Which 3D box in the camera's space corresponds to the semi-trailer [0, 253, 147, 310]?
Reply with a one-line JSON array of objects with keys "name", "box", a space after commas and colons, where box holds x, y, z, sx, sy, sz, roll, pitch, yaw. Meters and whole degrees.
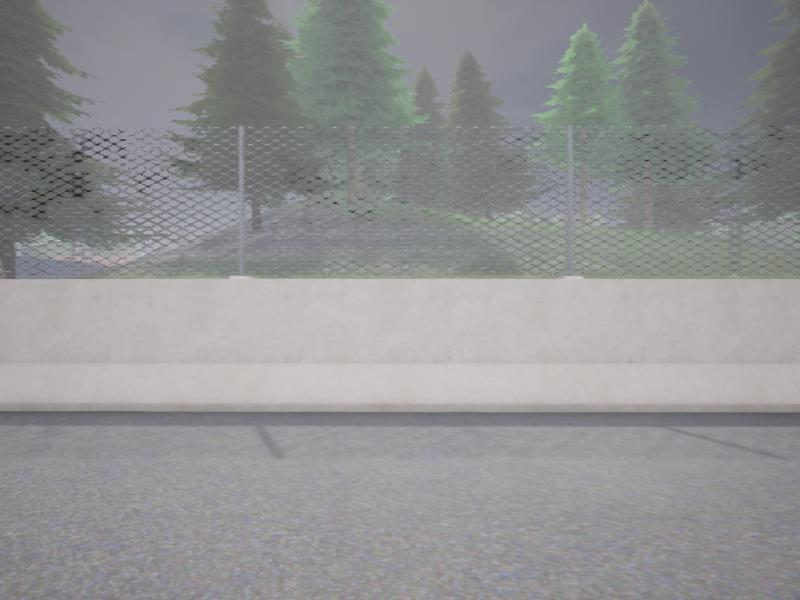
[{"name": "semi-trailer", "box": [-29.973, -1.423, 37.937, 2.717, 4.402, 14.254, 0, 0, 1]}]

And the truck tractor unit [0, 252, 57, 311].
[{"name": "truck tractor unit", "box": [-30.127, -1.324, 30.025, 3.053, 4.208, 6.516, 0, 0, 1]}]
